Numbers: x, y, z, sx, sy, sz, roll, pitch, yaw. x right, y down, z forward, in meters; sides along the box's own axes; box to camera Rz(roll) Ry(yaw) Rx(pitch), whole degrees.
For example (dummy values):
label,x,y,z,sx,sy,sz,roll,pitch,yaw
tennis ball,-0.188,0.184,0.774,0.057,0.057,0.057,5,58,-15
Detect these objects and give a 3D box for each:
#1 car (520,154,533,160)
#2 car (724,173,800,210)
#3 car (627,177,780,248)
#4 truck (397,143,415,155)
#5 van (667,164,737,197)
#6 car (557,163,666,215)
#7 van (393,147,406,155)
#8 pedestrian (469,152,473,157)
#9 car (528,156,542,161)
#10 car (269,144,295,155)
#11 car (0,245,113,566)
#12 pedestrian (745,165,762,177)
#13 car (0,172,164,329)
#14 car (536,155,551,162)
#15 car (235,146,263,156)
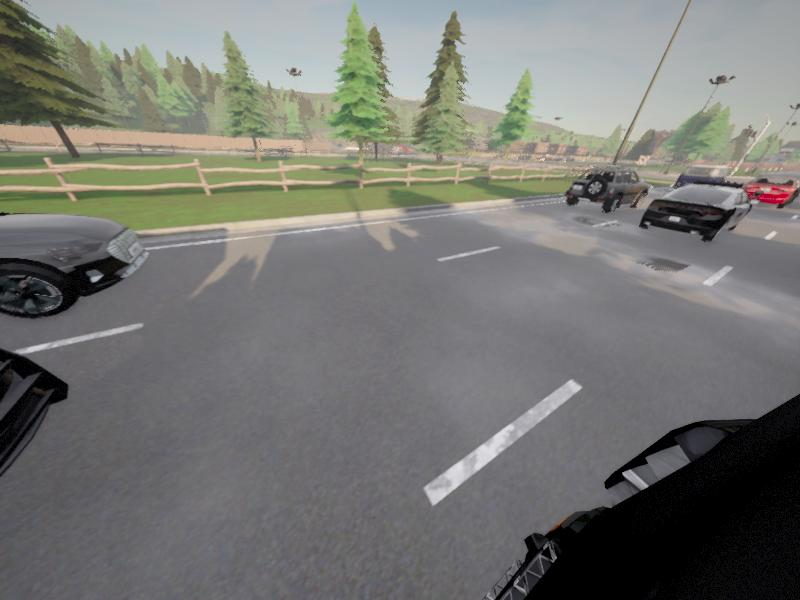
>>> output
label,x,y,z,sx,sy,sz,roll,pitch,yaw
car,49.620,-55.796,90.385,4.605,1.855,1.932,-16,38,-26
car,23.480,-6.998,14.650,4.611,1.667,2.242,-16,37,-26
car,11.040,-3.411,8.407,5.238,1.638,1.930,-16,38,-26
truck,2.164,-59.695,91.393,2.891,3.827,8.468,-16,37,-25
van,23.314,-9.298,17.854,4.442,1.987,1.775,-16,38,-26
car,10.398,-5.548,11.391,4.605,1.855,1.932,-15,37,-26
van,-0.341,-57.698,89.461,2.351,2.431,6.366,-16,37,-25
pedestrian,27.401,-56.157,89.101,0.751,1.860,0.751,-12,36,-21
car,51.591,-54.004,88.095,5.366,1.575,1.801,-16,38,-26
car,-26.467,-33.772,51.868,4.605,1.855,1.932,-16,38,-26
car,-4.912,1.214,0.419,4.974,1.542,2.038,-16,38,-26
pedestrian,62.645,-22.893,40.916,0.751,1.860,0.751,-14,37,-23
car,-6.748,-0.520,2.846,4.856,1.649,2.033,-16,38,-26
car,52.966,-52.278,85.339,4.553,1.767,2.097,-16,38,-26
car,-28.732,-28.457,44.101,4.181,1.385,1.994,-16,38,-26
